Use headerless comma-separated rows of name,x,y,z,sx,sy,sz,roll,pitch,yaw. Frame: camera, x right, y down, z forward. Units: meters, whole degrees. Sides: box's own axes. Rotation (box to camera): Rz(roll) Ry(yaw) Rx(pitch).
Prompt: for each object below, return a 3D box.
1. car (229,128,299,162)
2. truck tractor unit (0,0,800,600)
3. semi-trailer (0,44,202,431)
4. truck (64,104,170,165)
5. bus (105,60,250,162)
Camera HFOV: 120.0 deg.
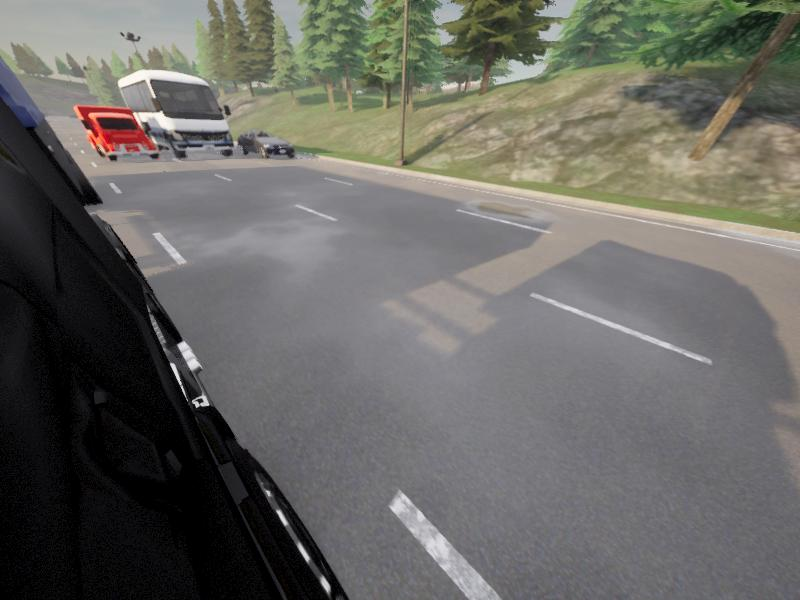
car,-9.864,-11.339,16.749,5.027,1.651,2.152,28,44,30
truck tractor unit,-2.645,-0.295,0.352,6.516,4.208,3.053,28,44,30
semi-trailer,-8.705,-3.600,4.223,14.254,4.402,2.717,28,44,30
truck,-16.550,-9.755,13.550,5.204,2.467,2.627,28,44,30
bus,-15.621,-12.831,16.207,10.273,4.253,3.944,28,44,30
